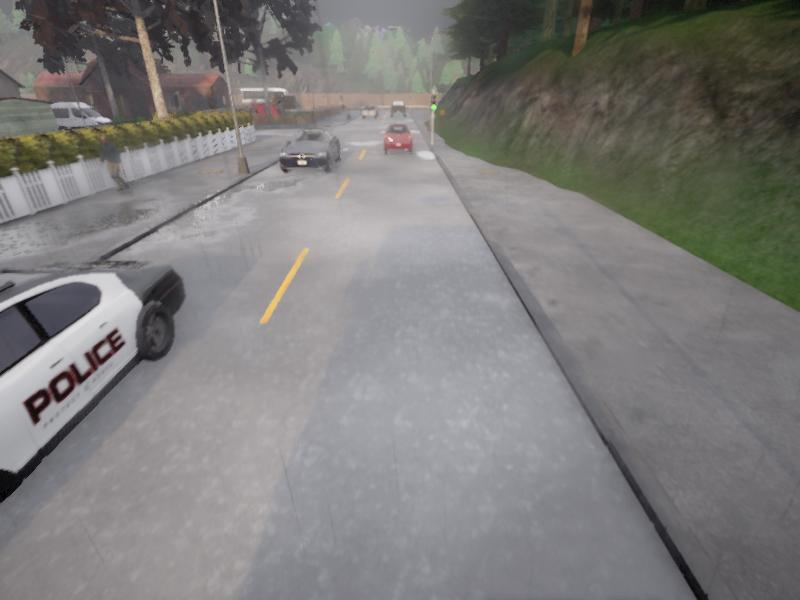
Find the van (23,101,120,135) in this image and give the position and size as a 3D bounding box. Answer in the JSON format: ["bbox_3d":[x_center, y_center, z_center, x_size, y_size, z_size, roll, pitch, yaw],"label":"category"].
[{"bbox_3d":[-27.951,-15.581,34.292,5.915,2.561,1.988,0,27,0],"label":"van"}]

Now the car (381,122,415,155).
[{"bbox_3d":[-0.123,-9.692,23.819,1.845,1.501,3.633,-1,27,-1],"label":"car"}]

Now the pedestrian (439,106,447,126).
[{"bbox_3d":[4.403,-19.005,41.285,0.751,1.860,0.751,3,27,6],"label":"pedestrian"}]

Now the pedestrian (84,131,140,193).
[{"bbox_3d":[-9.460,-4.555,13.215,0.751,1.860,0.751,0,27,0],"label":"pedestrian"}]

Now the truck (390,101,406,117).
[{"bbox_3d":[-0.255,-29.803,62.333,2.390,2.098,6.274,0,27,0],"label":"truck"}]

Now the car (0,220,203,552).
[{"bbox_3d":[-4.013,0.741,3.534,2.038,1.542,4.974,0,27,0],"label":"car"}]

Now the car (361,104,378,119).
[{"bbox_3d":[-4.230,-26.579,56.321,1.932,1.855,4.605,0,27,0],"label":"car"}]

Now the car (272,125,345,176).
[{"bbox_3d":[-4.021,-7.049,18.588,2.152,1.651,5.027,0,27,0],"label":"car"}]

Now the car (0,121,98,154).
[{"bbox_3d":[-19.877,-9.349,22.824,1.994,1.381,4.181,0,27,0],"label":"car"}]

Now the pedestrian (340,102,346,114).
[{"bbox_3d":[-9.390,-31.642,65.931,0.751,1.860,0.751,-1,27,-1],"label":"pedestrian"}]

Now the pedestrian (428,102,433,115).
[{"bbox_3d":[4.972,-30.983,64.595,0.751,1.860,0.751,0,27,0],"label":"pedestrian"}]

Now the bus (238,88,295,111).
[{"bbox_3d":[-28.162,-42.683,85.145,10.273,4.253,3.944,0,27,0],"label":"bus"}]
